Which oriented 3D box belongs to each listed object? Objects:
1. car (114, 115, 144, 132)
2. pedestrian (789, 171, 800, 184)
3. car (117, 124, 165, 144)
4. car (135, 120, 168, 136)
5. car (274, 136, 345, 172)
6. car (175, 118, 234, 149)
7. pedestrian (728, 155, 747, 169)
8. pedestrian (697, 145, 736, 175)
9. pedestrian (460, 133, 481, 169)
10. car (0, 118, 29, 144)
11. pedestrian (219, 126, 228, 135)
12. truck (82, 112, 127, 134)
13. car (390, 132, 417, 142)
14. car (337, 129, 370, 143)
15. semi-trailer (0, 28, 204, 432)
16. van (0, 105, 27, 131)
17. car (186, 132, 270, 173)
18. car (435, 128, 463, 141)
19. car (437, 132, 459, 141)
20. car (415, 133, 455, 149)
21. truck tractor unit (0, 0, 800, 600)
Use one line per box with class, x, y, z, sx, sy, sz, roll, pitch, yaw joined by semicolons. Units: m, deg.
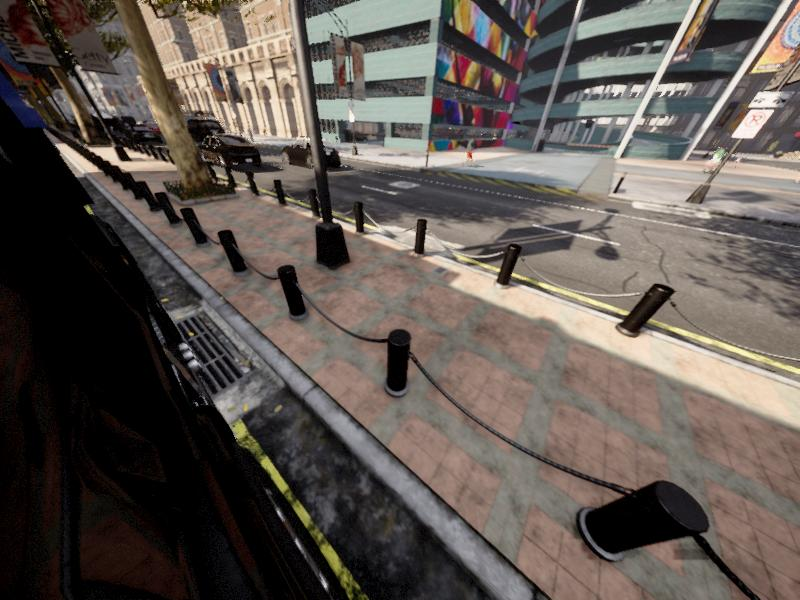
car;-42.723;-27.809;36.428;3.866;1.878;1.905;27;43;28
pedestrian;27.042;-8.431;15.451;0.500;1.100;0.500;-24;44;-31
car;-24.901;-15.971;22.215;4.181;1.385;1.994;27;43;28
car;-32.747;-22.650;30.473;3.705;1.549;1.789;27;43;28
car;-5.469;-8.919;13.972;3.806;1.475;1.970;27;43;28
car;-18.260;-15.588;21.565;5.566;2.045;2.150;27;43;29
pedestrian;33.345;-13.664;22.847;0.500;1.100;0.500;31;45;32
pedestrian;24.324;-10.800;17.803;0.751;1.860;0.751;19;40;20
pedestrian;4.586;-9.692;15.042;0.751;1.860;0.751;21;40;23
car;-31.643;-13.309;18.130;4.792;1.488;2.163;27;43;28
pedestrian;-26.990;-25.955;35.338;0.500;1.100;0.500;16;39;17
truck;-39.482;-23.596;30.838;6.274;2.098;2.390;27;43;29
car;0.546;-29.509;41.773;4.718;1.301;1.895;27;43;28
car;-6.930;-24.461;34.466;4.786;1.482;2.161;27;43;28
semi-trailer;-8.819;-3.524;4.100;14.254;4.402;2.717;27;43;28
van;-49.197;-22.514;28.489;6.366;2.431;2.351;27;43;28
car;-9.718;-8.395;12.981;4.892;1.490;1.837;27;43;29
car;11.310;-38.558;53.828;5.566;2.045;2.435;27;43;28
car;11.249;-38.268;54.090;4.514;1.523;2.007;27;43;28
car;4.726;-21.787;31.586;4.902;1.511;2.128;27;43;28
truck tractor unit;-2.645;-0.295;0.351;6.516;4.208;3.053;28;44;30
